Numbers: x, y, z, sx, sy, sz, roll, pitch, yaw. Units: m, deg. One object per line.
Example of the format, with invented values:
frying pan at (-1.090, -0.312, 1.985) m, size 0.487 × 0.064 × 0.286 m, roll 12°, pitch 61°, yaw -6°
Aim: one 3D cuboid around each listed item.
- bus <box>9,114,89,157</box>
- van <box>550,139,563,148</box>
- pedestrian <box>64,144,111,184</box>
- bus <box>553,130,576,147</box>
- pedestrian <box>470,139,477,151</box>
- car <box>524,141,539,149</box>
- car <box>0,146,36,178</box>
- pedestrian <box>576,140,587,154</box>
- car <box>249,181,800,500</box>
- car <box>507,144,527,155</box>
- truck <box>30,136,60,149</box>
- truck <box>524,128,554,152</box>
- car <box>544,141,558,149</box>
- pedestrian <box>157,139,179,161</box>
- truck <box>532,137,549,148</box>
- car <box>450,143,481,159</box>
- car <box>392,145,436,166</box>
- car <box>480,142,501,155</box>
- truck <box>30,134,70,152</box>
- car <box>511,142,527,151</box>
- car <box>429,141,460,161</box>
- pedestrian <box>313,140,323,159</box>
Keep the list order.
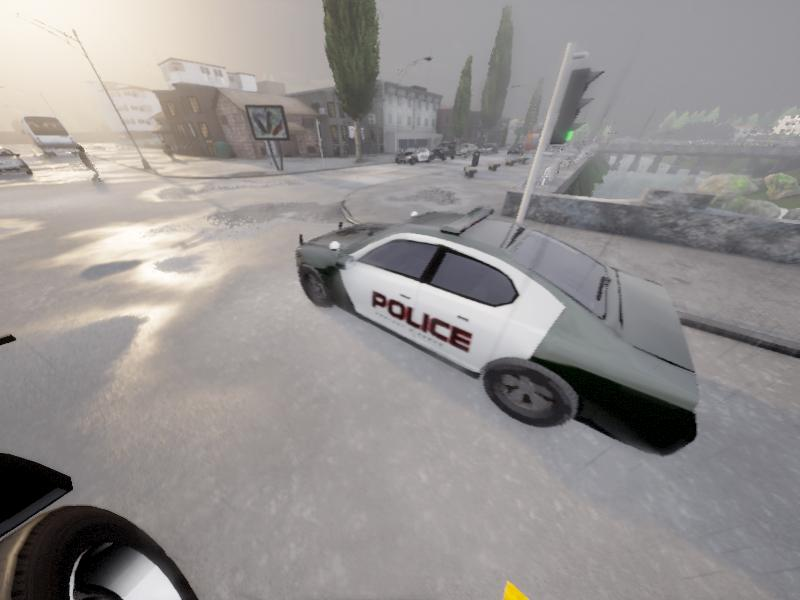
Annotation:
bus at (-47.857, -22.329, 31.536) m, size 10.273 × 4.253 × 3.944 m, roll 23°, pitch 41°, yaw 29°
van at (44.522, -44.475, 65.663) m, size 1.775 × 1.987 × 4.442 m, roll 23°, pitch 41°, yaw 29°
pedestrian at (-17.406, -7.616, 12.926) m, size 0.751 × 1.860 × 0.751 m, roll 25°, pitch 42°, yaw 30°
bus at (53.505, -52.447, 75.077) m, size 3.944 × 4.253 × 10.273 m, roll 23°, pitch 41°, yaw 29°
pedestrian at (14.655, -30.873, 46.009) m, size 0.751 × 1.860 × 0.751 m, roll 25°, pitch 42°, yaw 31°
car at (33.987, -40.068, 59.627) m, size 1.930 × 1.638 × 5.238 m, roll 23°, pitch 41°, yaw 29°
car at (-27.260, -9.526, 15.823) m, size 3.988 × 1.617 × 1.851 m, roll 23°, pitch 41°, yaw 29°
pedestrian at (30.634, -25.822, 38.969) m, size 0.751 × 1.860 × 0.751 m, roll 23°, pitch 41°, yaw 29°
car at (0.447, -0.433, 3.197) m, size 4.974 × 1.542 × 2.038 m, roll 23°, pitch 41°, yaw 29°
car at (19.231, -24.752, 37.916) m, size 1.816 × 1.474 × 4.193 m, roll 23°, pitch 41°, yaw 29°
truck at (-72.792, -32.309, 47.371) m, size 6.274 × 2.098 × 2.390 m, roll 23°, pitch 41°, yaw 29°
truck at (28.810, -33.099, 47.792) m, size 2.891 × 3.827 × 8.468 m, roll 23°, pitch 41°, yaw 29°
car at (39.110, -40.137, 59.808) m, size 2.038 × 1.542 × 4.974 m, roll 23°, pitch 41°, yaw 29°
pedestrian at (-23.560, -15.212, 23.479) m, size 0.751 × 1.860 × 0.751 m, roll 21°, pitch 40°, yaw 26°
truck at (40.654, -45.551, 66.738) m, size 2.627 × 2.467 × 5.204 m, roll 23°, pitch 41°, yaw 29°
car at (9.239, -20.959, 32.325) m, size 2.152 × 1.651 × 5.027 m, roll 23°, pitch 41°, yaw 29°
car at (1.518, -14.933, 23.790) m, size 2.038 × 1.542 × 4.974 m, roll 24°, pitch 41°, yaw 29°
car at (15.246, -25.599, 38.971) m, size 1.851 × 1.617 × 3.988 m, roll 23°, pitch 41°, yaw 29°
truck at (-58.654, -26.351, 38.705) m, size 5.204 × 2.467 × 2.627 m, roll 23°, pitch 41°, yaw 29°
car at (26.503, -34.250, 51.407) m, size 1.851 × 1.617 × 3.988 m, roll 23°, pitch 41°, yaw 29°
car at (5.373, -18.079, 27.974) m, size 1.905 × 1.878 × 3.866 m, roll 23°, pitch 41°, yaw 29°
pedestrian at (-9.615, -17.693, 27.136) m, size 0.751 × 1.860 × 0.751 m, roll -7°, pitch 36°, yaw -10°
